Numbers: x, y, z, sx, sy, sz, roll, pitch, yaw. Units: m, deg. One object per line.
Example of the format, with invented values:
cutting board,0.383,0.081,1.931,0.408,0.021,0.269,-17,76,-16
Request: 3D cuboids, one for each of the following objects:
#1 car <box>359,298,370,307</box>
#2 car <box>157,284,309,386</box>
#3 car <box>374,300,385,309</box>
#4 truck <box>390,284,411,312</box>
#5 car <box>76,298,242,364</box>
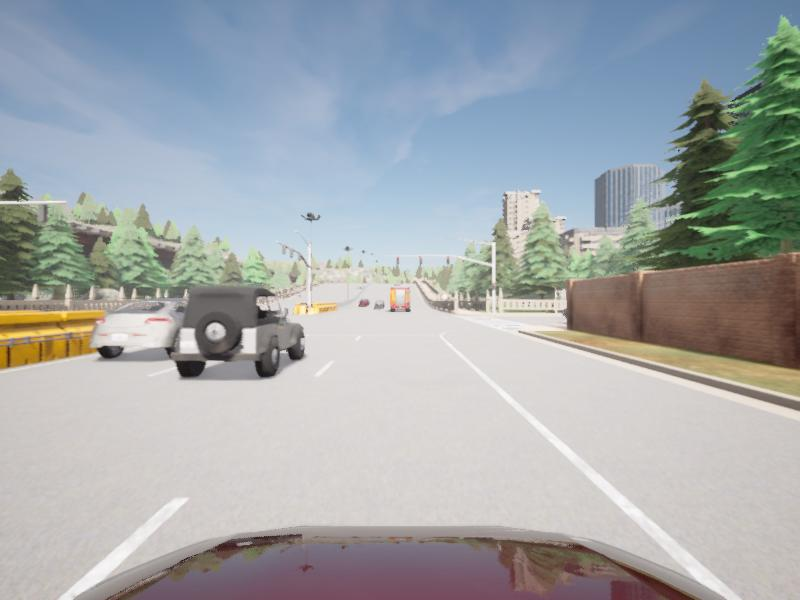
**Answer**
car,-7.051,0.413,80.196,1.882,1.535,5.008,0,3,0
car,-3.495,0.645,9.258,1.905,1.878,3.866,0,0,0
car,-3.501,0.779,69.662,1.789,1.549,3.705,0,1,0
truck,0.037,-0.330,58.701,2.891,3.827,8.468,0,0,0
car,-6.996,0.779,12.491,2.152,1.651,5.027,0,0,0
